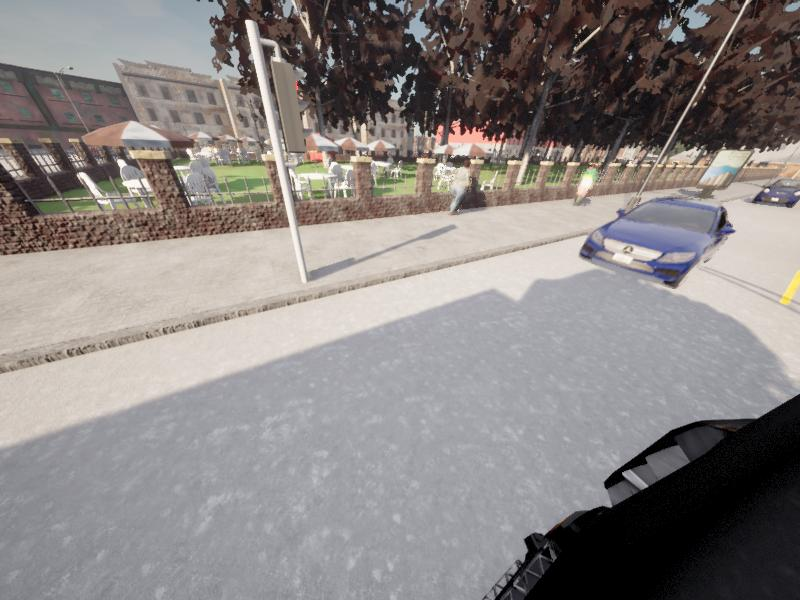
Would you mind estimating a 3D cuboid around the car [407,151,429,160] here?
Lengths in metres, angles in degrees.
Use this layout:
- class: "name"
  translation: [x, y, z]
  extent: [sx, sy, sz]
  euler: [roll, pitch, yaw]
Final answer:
- class: "car"
  translation: [3.967, -32.257, 51.694]
  extent: [4.514, 1.525, 2.007]
  euler: [-16, 38, -26]

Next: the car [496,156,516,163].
- class: "car"
  translation: [29.740, -39.321, 64.791]
  extent: [4.902, 1.511, 2.128]
  euler: [-16, 38, -26]

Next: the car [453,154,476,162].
- class: "car"
  translation: [14.879, -32.836, 53.421]
  extent: [4.892, 1.490, 1.837]
  euler: [-16, 38, -25]

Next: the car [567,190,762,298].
- class: "car"
  translation: [6.569, -1.690, 5.711]
  extent: [4.674, 1.442, 1.812]
  euler: [-17, 38, -28]

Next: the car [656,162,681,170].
- class: "car"
  translation: [74.864, -37.418, 64.462]
  extent: [1.905, 1.878, 3.866]
  euler: [-16, 38, -26]

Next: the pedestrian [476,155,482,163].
- class: "pedestrian"
  translation: [17.050, -30.527, 50.029]
  extent: [0.751, 1.300, 0.751]
  euler: [0, 34, -4]

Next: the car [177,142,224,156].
- class: "car"
  translation: [-29.704, -22.618, 34.570]
  extent: [5.008, 1.535, 1.882]
  euler: [-17, 38, -28]

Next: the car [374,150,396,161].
- class: "car"
  translation: [-2.933, -27.823, 44.445]
  extent: [3.705, 1.549, 1.789]
  euler: [-15, 38, -25]

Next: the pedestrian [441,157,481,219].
- class: "pedestrian"
  translation: [2.120, -3.982, 8.235]
  extent: [0.751, 1.860, 0.751]
  euler: [-16, 38, -26]

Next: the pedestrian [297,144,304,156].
- class: "pedestrian"
  translation: [-18.359, -27.738, 42.643]
  extent: [0.751, 1.860, 0.751]
  euler: [-14, 37, -23]

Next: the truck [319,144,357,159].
- class: "truck"
  translation: [-11.610, -28.086, 43.693]
  extent: [6.274, 2.098, 2.390]
  euler: [-16, 38, -26]

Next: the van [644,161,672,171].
- class: "van"
  translation: [71.066, -36.922, 63.759]
  extent: [1.775, 1.987, 4.442]
  euler: [-16, 38, -26]

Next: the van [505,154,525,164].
- class: "van"
  translation: [30.517, -37.240, 61.163]
  extent: [4.480, 2.038, 2.069]
  euler: [-16, 38, -26]

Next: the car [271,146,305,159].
- class: "car"
  translation: [-17.845, -23.578, 36.923]
  extent: [4.514, 1.525, 2.007]
  euler: [-15, 37, -25]

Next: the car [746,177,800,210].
- class: "car"
  translation: [24.873, -7.001, 15.046]
  extent: [3.633, 1.501, 1.845]
  euler: [-18, 39, -28]

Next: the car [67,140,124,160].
- class: "car"
  translation: [-30.251, -15.074, 23.169]
  extent: [1.970, 1.475, 3.806]
  euler: [-14, 37, -24]

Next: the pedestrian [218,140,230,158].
- class: "pedestrian"
  translation: [-22.584, -19.387, 29.691]
  extent: [0.751, 1.860, 0.751]
  euler: [-17, 38, -28]

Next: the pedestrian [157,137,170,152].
- class: "pedestrian"
  translation: [-36.215, -23.812, 35.362]
  extent: [0.751, 1.860, 0.751]
  euler: [30, 42, 35]

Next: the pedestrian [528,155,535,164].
- class: "pedestrian"
  translation: [32.917, -35.166, 57.732]
  extent: [0.751, 1.860, 0.751]
  euler: [-11, 36, -20]

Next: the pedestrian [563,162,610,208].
- class: "pedestrian"
  translation: [8.667, -5.368, 10.823]
  extent: [0.751, 1.860, 0.751]
  euler: [-7, 35, -14]
